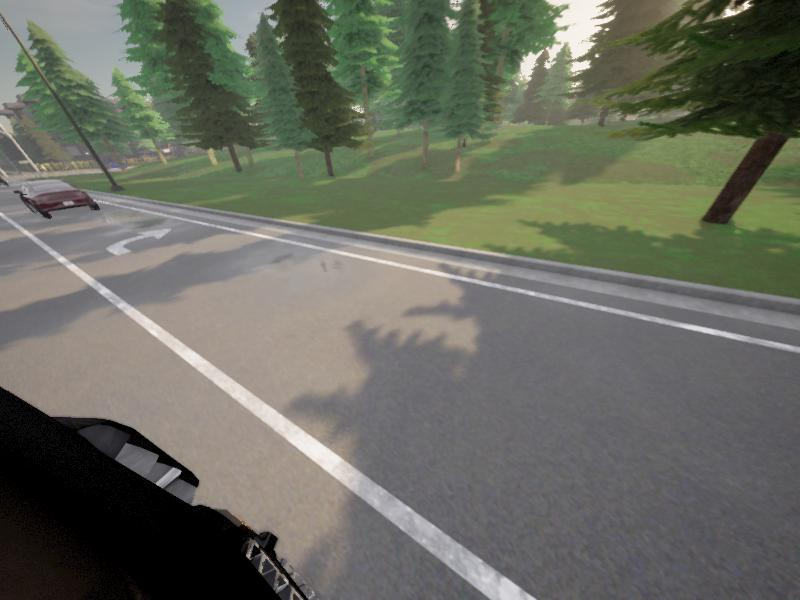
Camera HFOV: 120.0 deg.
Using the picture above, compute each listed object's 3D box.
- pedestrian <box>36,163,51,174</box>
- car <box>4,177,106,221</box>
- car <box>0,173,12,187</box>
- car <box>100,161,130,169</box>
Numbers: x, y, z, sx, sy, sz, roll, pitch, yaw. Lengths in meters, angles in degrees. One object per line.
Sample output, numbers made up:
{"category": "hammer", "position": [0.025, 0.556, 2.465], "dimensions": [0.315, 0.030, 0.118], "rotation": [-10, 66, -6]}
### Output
{"category": "pedestrian", "position": [-72.420, -26.750, 46.969], "dimensions": [0.751, 1.860, 0.751], "rotation": [12, 37, 21]}
{"category": "car", "position": [-17.287, -5.180, 11.565], "dimensions": [4.674, 1.442, 1.812], "rotation": [16, 38, 26]}
{"category": "car", "position": [-48.307, -14.195, 27.081], "dimensions": [5.238, 1.638, 1.930], "rotation": [16, 38, 26]}
{"category": "car", "position": [-72.481, -34.307, 58.796], "dimensions": [1.816, 1.474, 4.193], "rotation": [16, 38, 25]}
